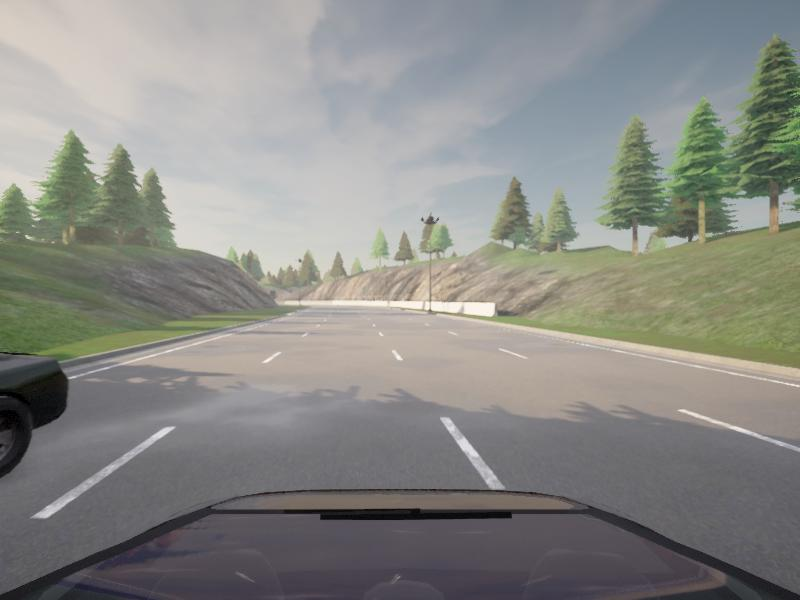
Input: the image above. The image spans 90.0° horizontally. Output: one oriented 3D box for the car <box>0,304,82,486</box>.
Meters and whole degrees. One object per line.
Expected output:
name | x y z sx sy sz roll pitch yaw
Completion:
car | -4.284 0.827 1.886 2.038 1.542 4.974 0 0 -6
